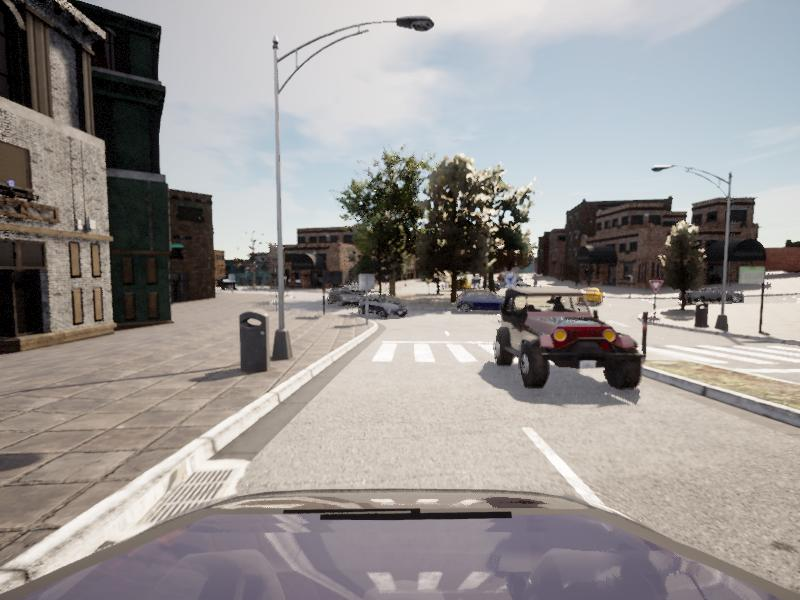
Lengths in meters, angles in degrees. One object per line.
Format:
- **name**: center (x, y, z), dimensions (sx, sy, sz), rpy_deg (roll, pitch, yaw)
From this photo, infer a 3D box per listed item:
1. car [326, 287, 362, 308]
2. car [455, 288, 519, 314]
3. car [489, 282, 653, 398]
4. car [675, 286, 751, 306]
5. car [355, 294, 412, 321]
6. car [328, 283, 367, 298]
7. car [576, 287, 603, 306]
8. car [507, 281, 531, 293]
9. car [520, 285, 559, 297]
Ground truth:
- **car**: center (-5.145, -0.251, 36.331), dimensions (1.851, 1.617, 3.988), rpy_deg (-3, 5, -31)
- **car**: center (6.609, 0.036, 30.829), dimensions (4.553, 1.767, 2.097), rpy_deg (0, 4, 5)
- **car**: center (3.198, 0.641, 8.433), dimensions (1.905, 1.878, 3.866), rpy_deg (0, 0, 2)
- **car**: center (27.705, -0.377, 35.600), dimensions (4.902, 1.511, 2.128), rpy_deg (-2, 3, 7)
- **car**: center (-1.226, 0.426, 27.634), dimensions (1.816, 1.474, 4.193), rpy_deg (-3, 5, -37)
- **car**: center (-6.423, -1.199, 49.516), dimensions (1.930, 1.638, 5.238), rpy_deg (2, 4, 30)
- **car**: center (18.506, -0.417, 38.952), dimensions (1.882, 1.535, 5.008), rpy_deg (3, 5, 29)
- **car**: center (18.283, -2.064, 61.725), dimensions (1.882, 1.535, 5.008), rpy_deg (0, 5, -5)
- **car**: center (17.723, -1.148, 51.009), dimensions (1.895, 1.301, 4.718), rpy_deg (-2, 4, -24)
